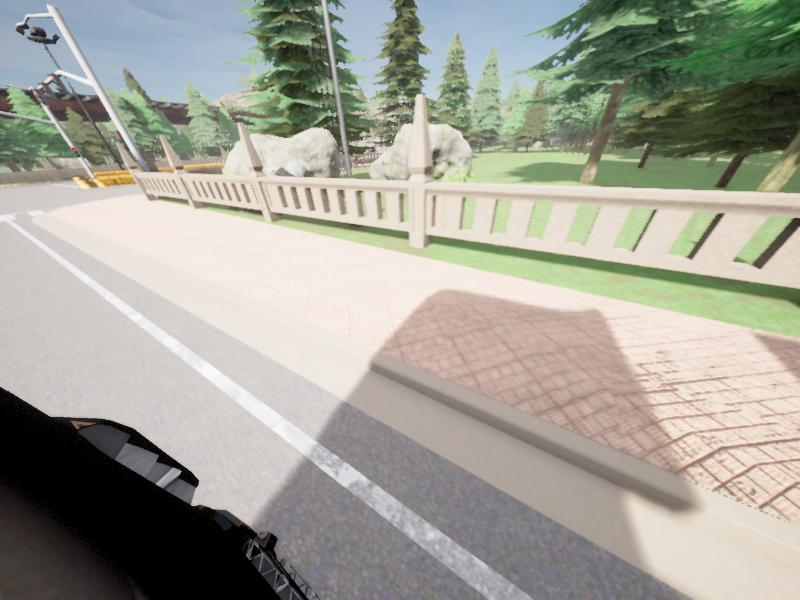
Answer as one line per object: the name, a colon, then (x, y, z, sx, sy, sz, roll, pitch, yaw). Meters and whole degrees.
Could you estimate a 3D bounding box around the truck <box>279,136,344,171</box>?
truck: (-12.455, -21.540, 33.719, 2.891, 3.827, 8.468, 16, 38, 26)
